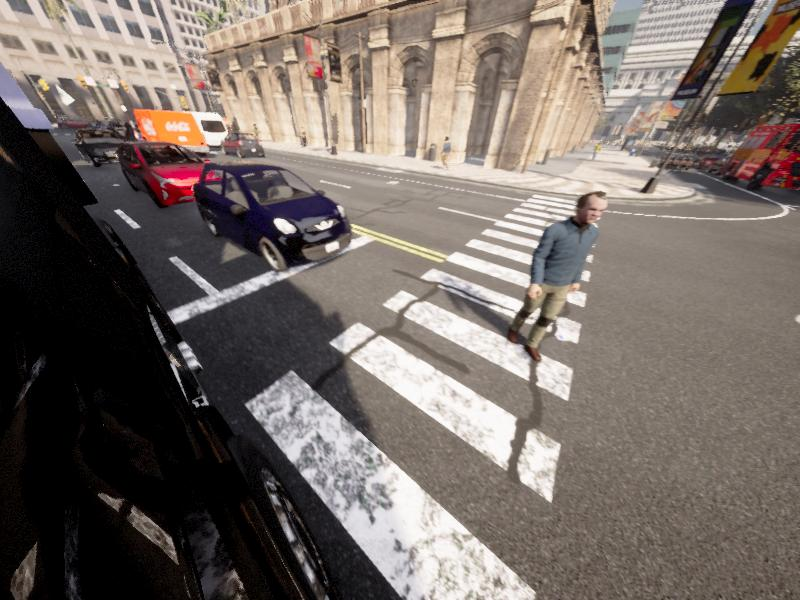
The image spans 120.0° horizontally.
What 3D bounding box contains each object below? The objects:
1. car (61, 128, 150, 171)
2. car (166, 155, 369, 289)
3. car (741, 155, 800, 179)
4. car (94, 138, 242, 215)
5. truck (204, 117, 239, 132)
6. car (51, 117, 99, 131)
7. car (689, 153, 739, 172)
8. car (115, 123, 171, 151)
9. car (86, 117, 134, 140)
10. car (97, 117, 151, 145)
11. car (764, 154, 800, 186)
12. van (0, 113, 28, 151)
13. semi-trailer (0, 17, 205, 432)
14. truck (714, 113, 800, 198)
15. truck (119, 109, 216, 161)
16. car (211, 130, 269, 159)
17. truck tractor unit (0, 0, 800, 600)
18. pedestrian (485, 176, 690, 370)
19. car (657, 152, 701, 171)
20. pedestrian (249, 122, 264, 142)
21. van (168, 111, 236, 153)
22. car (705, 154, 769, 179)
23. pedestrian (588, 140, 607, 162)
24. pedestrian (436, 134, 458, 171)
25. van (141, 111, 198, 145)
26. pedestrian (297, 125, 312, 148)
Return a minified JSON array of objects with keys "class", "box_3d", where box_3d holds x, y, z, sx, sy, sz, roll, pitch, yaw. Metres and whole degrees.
[{"class":"car","box_3d":[-15.621,-8.095,12.245,4.892,1.490,1.837,26,42,28]},{"class":"car","box_3d":[-2.648,-1.906,4.781,3.633,1.501,1.845,26,42,27]},{"class":"car","box_3d":[34.970,-12.562,21.746,1.970,1.475,3.806,26,42,28]},{"class":"car","box_3d":[-7.663,-4.299,7.657,4.514,1.525,2.007,26,42,27]},{"class":"truck","box_3d":[-40.386,-39.821,52.398,2.627,2.467,5.204,26,42,28]},{"class":"car","box_3d":[-48.576,-26.425,34.643,1.970,1.475,3.806,26,42,28]},{"class":"car","box_3d":[33.382,-14.799,24.737,1.994,1.385,4.181,25,42,27]},{"class":"car","box_3d":[-20.961,-13.360,18.864,3.988,1.617,1.851,26,42,28]},{"class":"car","box_3d":[-30.782,-18.189,24.527,4.553,1.767,2.097,26,42,28]},{"class":"car","box_3d":[-25.948,-15.894,21.702,4.605,1.855,1.932,26,42,28]},{"class":"car","box_3d":[31.416,-9.981,17.762,2.097,1.767,4.553,26,42,28]},{"class":"van","box_3d":[-26.856,-11.126,15.136,4.442,1.987,1.775,26,42,28]},{"class":"semi-trailer","box_3d":[-8.894,-3.465,4.025,14.254,4.402,2.717,26,42,28]},{"class":"truck","box_3d":[24.861,-9.253,14.629,2.891,3.827,8.468,26,42,28]},{"class":"truck","box_3d":[-15.394,-11.009,15.361,5.204,2.467,2.627,26,42,28]},{"class":"car","box_3d":[-11.794,-11.501,17.058,3.633,1.501,1.845,26,42,28]},{"class":"truck tractor unit","box_3d":[-2.645,-0.295,0.351,6.516,4.208,3.053,28,44,30]},{"class":"pedestrian","box_3d":[1.597,-0.189,2.445,0.751,1.860,0.751,5,37,3]},{"class":"car","box_3d":[28.620,-14.365,23.877,1.895,1.301,4.718,26,42,27]},{"class":"pedestrian","box_3d":[-17.227,-20.161,27.761,0.751,1.860,0.751,20,40,21]},{"class":"van","box_3d":[-16.940,-14.412,19.774,5.915,2.561,1.988,26,42,28]},{"class":"car","box_3d":[29.422,-11.817,20.361,1.970,1.475,3.806,26,42,27]},{"class":"pedestrian","box_3d":[20.776,-15.680,24.346,0.751,1.860,0.751,26,43,28]},{"class":"pedestrian","box_3d":[2.871,-9.096,14.258,0.751,1.860,0.751,29,44,30]},{"class":"van","box_3d":[-23.617,-17.657,23.682,5.915,2.561,1.988,26,42,28]},{"class":"pedestrian","box_3d":[-9.659,-16.476,23.324,0.751,1.860,0.751,25,42,27]}]
